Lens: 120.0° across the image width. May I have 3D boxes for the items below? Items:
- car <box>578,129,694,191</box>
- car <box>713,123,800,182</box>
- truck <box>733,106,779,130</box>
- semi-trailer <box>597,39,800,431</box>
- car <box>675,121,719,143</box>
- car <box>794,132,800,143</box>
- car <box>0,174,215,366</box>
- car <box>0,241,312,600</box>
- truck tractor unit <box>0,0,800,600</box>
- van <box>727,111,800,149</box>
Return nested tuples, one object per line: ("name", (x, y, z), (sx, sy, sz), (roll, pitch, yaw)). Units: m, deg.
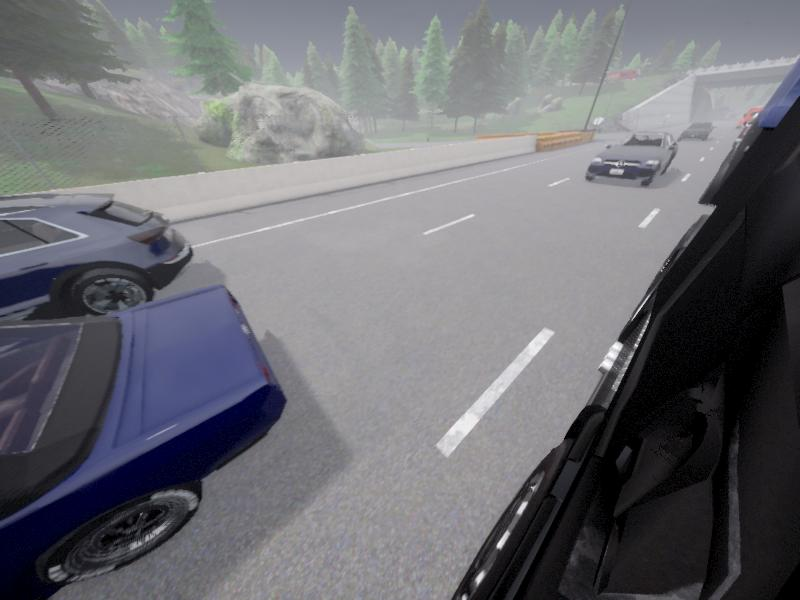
("car", (10.024, -6.088, 9.778), (5.027, 1.651, 2.152), (-29, 44, -30))
("car", (15.931, -6.541, 10.020), (4.856, 1.649, 2.033), (-29, 44, -30))
("truck", (51.287, -26.260, 33.403), (5.204, 2.467, 2.627), (-28, 44, -31))
("semi-trailer", (8.719, -3.590, 4.208), (14.254, 4.402, 2.717), (-28, 44, -30))
("car", (28.807, -16.328, 22.360), (4.892, 1.490, 1.837), (-29, 44, -30))
("car", (33.276, -13.166, 17.995), (4.181, 1.385, 1.994), (-29, 44, -30))
("car", (-5.751, -0.226, 2.932), (4.856, 1.649, 2.033), (-29, 44, -30))
("car", (-3.200, 1.290, 1.040), (4.718, 1.301, 1.895), (-29, 44, -30))
("truck tractor unit", (2.645, -0.295, 0.351), (6.516, 4.208, 3.053), (-28, 44, -30))
("van", (26.491, -12.503, 16.962), (4.480, 2.038, 2.069), (-29, 44, -30))
